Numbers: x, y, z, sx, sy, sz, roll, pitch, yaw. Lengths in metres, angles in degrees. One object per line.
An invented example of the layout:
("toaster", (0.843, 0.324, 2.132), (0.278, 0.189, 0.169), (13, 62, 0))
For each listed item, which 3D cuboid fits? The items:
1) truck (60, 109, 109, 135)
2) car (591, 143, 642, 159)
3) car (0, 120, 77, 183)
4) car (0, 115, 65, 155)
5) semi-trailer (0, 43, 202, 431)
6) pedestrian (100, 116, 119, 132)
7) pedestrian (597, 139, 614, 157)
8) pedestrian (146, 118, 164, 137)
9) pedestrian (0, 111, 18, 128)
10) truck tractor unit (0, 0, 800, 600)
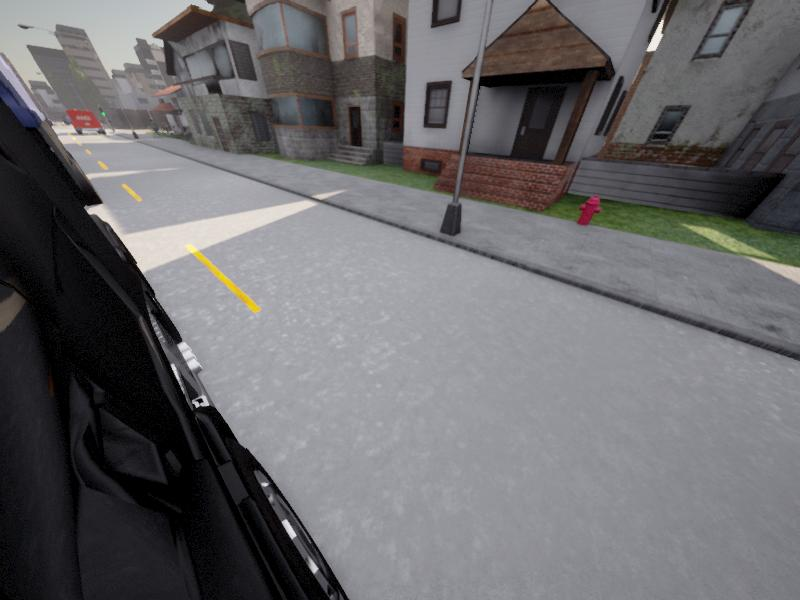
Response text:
("truck", (-41.005, -23.096, 30.057), (5.204, 2.467, 2.627), (28, 43, 30))
("car", (29.596, -20.546, 31.709), (4.792, 1.488, 2.163), (28, 44, 30))
("car", (-15.900, -6.329, 9.704), (4.605, 1.855, 1.932), (26, 43, 31))
("car", (-24.413, -10.916, 15.208), (3.866, 1.878, 1.905), (29, 44, 29))
("semi-trailer", (-8.700, -3.600, 4.230), (14.254, 4.402, 2.717), (28, 44, 30))
("pedestrian", (-42.842, -25.971, 34.102), (0.751, 1.860, 0.751), (8, 37, 7))
("pedestrian", (25.483, -18.870, 28.684), (0.751, 1.860, 0.751), (29, 44, 31))
("pedestrian", (-30.587, -21.488, 28.827), (0.751, 1.860, 0.751), (28, 44, 30))
("pedestrian", (-56.950, -26.157, 33.504), (0.751, 1.860, 0.751), (29, 44, 31))
("truck tractor unit", (-2.645, -0.295, 0.351), (6.516, 4.208, 3.053), (28, 44, 30))
